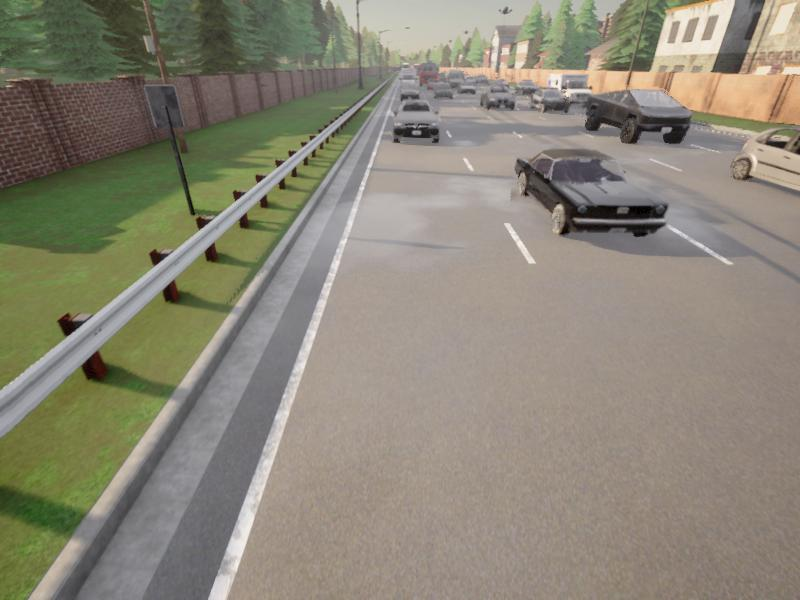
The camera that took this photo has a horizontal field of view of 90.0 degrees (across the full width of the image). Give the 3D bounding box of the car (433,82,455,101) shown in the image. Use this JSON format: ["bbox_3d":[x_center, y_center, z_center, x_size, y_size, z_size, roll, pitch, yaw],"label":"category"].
[{"bbox_3d":[4.514,-21.933,42.012,1.837,1.490,4.892,0,31,0],"label":"car"}]

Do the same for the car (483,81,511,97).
[{"bbox_3d":[11.585,-25.469,48.160,2.033,1.411,5.357,0,30,0],"label":"car"}]

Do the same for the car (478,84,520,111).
[{"bbox_3d":[7.903,-16.465,32.494,2.242,1.667,4.611,0,30,0],"label":"car"}]

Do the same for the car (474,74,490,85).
[{"bbox_3d":[15.406,-41.731,75.573,2.097,1.767,4.553,0,30,0],"label":"car"}]

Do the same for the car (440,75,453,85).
[{"bbox_3d":[8.369,-39.850,72.571,1.845,1.501,3.633,0,30,0],"label":"car"}]

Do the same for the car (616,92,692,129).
[{"bbox_3d":[14.801,-11.251,23.648,1.851,1.617,3.988,0,30,1],"label":"car"}]

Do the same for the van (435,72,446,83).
[{"bbox_3d":[8.509,-47.020,84.411,1.775,1.987,4.442,0,30,0],"label":"van"}]

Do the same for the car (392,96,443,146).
[{"bbox_3d":[0.753,-8.768,19.380,2.152,1.651,5.027,0,30,0],"label":"car"}]

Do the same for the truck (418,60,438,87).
[{"bbox_3d":[4.842,-39.667,70.013,2.891,3.827,8.468,0,30,0],"label":"truck"}]

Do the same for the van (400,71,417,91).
[{"bbox_3d":[1.200,-31.768,57.891,2.351,2.431,6.366,0,30,0],"label":"van"}]

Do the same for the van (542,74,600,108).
[{"bbox_3d":[14.940,-18.653,35.488,2.351,2.431,6.366,0,30,0],"label":"van"}]

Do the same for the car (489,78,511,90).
[{"bbox_3d":[15.234,-32.987,61.000,2.033,1.411,5.357,0,30,0],"label":"car"}]

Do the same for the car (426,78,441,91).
[{"bbox_3d":[4.686,-30.628,56.804,1.845,1.501,3.633,0,30,0],"label":"car"}]

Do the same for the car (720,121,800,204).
[{"bbox_3d":[11.147,-3.659,10.668,1.851,1.617,3.988,0,30,0],"label":"car"}]

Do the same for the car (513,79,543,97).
[{"bbox_3d":[15.080,-25.232,47.516,1.930,1.638,5.238,0,30,0],"label":"car"}]

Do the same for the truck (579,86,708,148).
[{"bbox_3d":[11.253,-9.026,19.353,2.390,2.098,6.274,0,30,0],"label":"truck"}]

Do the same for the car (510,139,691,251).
[{"bbox_3d":[4.134,-2.693,9.320,1.895,1.301,4.718,0,30,0],"label":"car"}]

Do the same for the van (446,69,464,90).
[{"bbox_3d":[8.227,-33.263,60.306,1.988,2.561,5.915,0,30,0],"label":"van"}]

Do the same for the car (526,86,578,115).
[{"bbox_3d":[11.381,-15.240,30.431,1.930,1.638,5.238,0,30,0],"label":"car"}]

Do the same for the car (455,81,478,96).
[{"bbox_3d":[8.095,-26.022,49.106,2.033,1.411,5.357,0,30,0],"label":"car"}]

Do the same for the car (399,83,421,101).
[{"bbox_3d":[1.007,-21.584,41.428,2.163,1.488,4.792,0,30,0],"label":"car"}]
